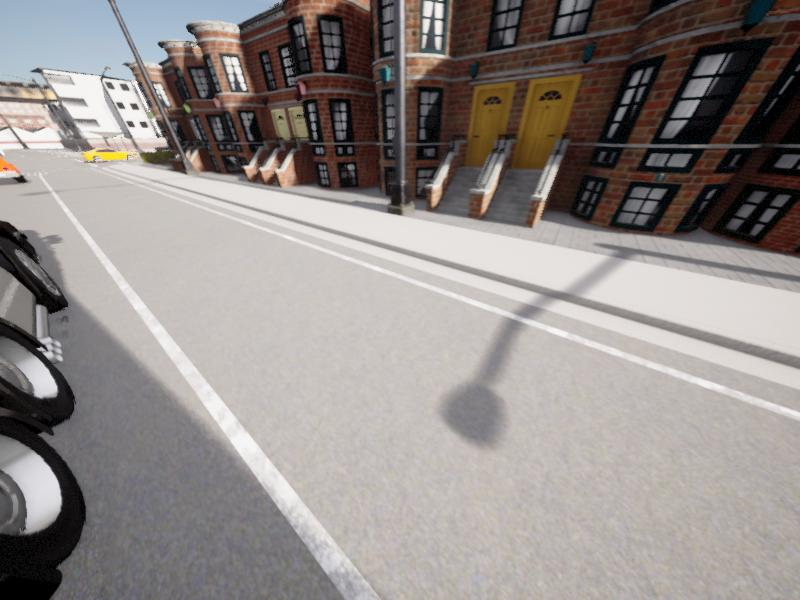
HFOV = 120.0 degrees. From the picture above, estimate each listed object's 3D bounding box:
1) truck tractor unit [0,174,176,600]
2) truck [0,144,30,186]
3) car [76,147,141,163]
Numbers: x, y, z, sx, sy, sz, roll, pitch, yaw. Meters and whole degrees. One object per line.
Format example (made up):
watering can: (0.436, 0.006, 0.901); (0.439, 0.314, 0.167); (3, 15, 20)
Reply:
truck tractor unit: (-4.952, -0.433, 0.976); (6.516, 4.208, 3.053); (25, 42, 31)
truck: (-27.010, -8.833, 14.757); (5.204, 2.467, 2.627); (22, 41, 29)
car: (-37.808, -18.956, 30.134); (1.882, 1.535, 5.008); (23, 41, 29)
